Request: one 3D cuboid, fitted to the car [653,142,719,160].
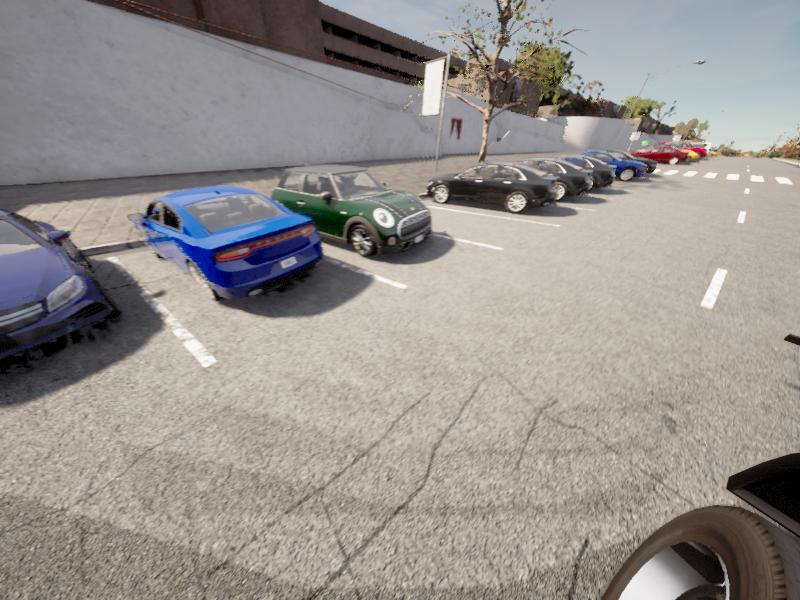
[{"bbox_3d":[42.806,-22.538,34.868,5.566,2.045,2.435,19,38,25],"label":"car"}]

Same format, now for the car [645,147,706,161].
[{"bbox_3d":[35.868,-19.229,30.339,4.674,1.452,2.002,19,38,25],"label":"car"}]

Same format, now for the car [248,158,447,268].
[{"bbox_3d":[-1.419,-2.614,6.105,4.553,1.767,2.185,21,40,28],"label":"car"}]

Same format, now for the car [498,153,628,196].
[{"bbox_3d":[8.059,-6.620,11.936,4.892,1.521,2.231,19,40,27],"label":"car"}]

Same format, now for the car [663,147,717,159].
[{"bbox_3d":[49.629,-25.400,39.785,5.366,1.575,1.946,19,38,25],"label":"car"}]

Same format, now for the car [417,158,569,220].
[{"bbox_3d":[3.364,-4.533,9.006,4.892,1.521,2.231,20,40,27],"label":"car"}]

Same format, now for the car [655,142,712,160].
[{"bbox_3d":[40.612,-21.461,33.261,4.442,1.987,1.878,19,38,25],"label":"car"}]

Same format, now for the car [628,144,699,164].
[{"bbox_3d":[28.885,-16.269,25.609,4.553,1.767,2.185,19,38,25],"label":"car"}]

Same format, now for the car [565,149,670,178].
[{"bbox_3d":[14.997,-9.816,16.456,5.008,1.535,2.097,19,39,26],"label":"car"}]

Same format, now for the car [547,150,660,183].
[{"bbox_3d":[12.685,-8.749,14.942,5.008,1.535,2.097,19,39,26],"label":"car"}]

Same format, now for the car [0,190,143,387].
[{"bbox_3d":[-6.209,-0.478,3.410,4.674,1.452,2.002,22,40,29],"label":"car"}]

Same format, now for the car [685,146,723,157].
[{"bbox_3d":[68.461,-33.542,52.124,4.442,1.987,1.878,19,37,25],"label":"car"}]

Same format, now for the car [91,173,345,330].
[{"bbox_3d":[-3.790,-1.496,4.758,5.008,1.535,2.097,21,41,29],"label":"car"}]

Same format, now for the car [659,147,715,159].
[{"bbox_3d":[45.147,-23.335,36.572,5.008,1.535,2.097,19,37,25],"label":"car"}]

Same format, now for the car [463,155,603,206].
[{"bbox_3d":[5.718,-5.571,10.461,4.892,1.521,2.231,20,40,27],"label":"car"}]

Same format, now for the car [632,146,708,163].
[{"bbox_3d":[31.394,-17.147,27.134,5.366,1.575,1.946,19,38,25],"label":"car"}]

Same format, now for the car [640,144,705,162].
[{"bbox_3d":[33.526,-18.343,28.706,4.553,1.767,2.185,19,38,25],"label":"car"}]

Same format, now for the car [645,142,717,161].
[{"bbox_3d":[38.220,-20.489,31.726,5.566,2.045,2.435,19,38,25],"label":"car"}]

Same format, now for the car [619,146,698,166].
[{"bbox_3d":[26.596,-15.106,24.114,5.008,1.535,2.097,19,39,25],"label":"car"}]
